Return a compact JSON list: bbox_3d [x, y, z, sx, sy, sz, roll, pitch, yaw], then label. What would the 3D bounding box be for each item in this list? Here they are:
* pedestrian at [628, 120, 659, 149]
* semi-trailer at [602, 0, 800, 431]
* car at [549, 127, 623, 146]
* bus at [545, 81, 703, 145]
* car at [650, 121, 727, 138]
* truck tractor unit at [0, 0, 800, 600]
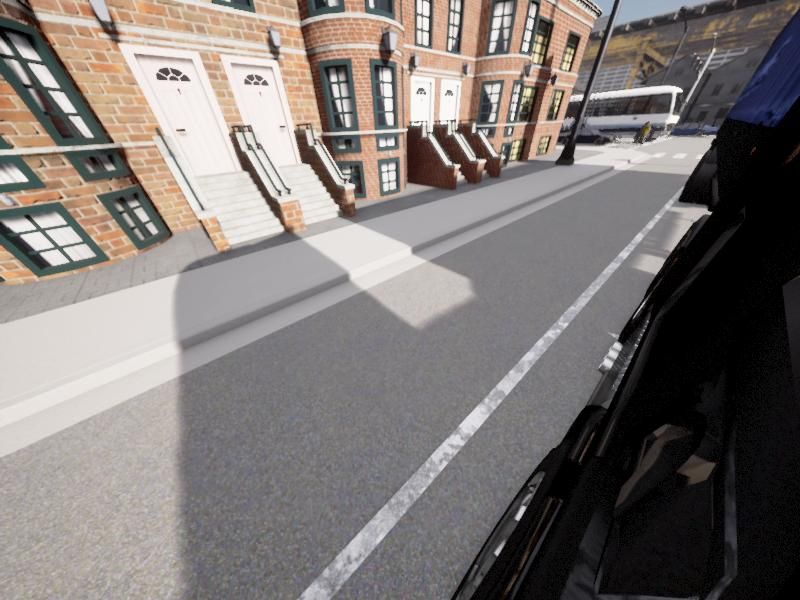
[{"bbox_3d":[19.357,-13.154,18.410,0.751,1.860,0.751,-1,37,3],"label":"pedestrian"},{"bbox_3d":[8.478,-3.749,4.429,14.254,4.402,2.717,-31,45,-32],"label":"semi-trailer"},{"bbox_3d":[18.685,-16.593,23.478,2.033,1.411,5.357,-29,44,-30],"label":"car"},{"bbox_3d":[21.968,-18.838,23.883,3.944,4.253,10.273,-28,44,-30],"label":"bus"},{"bbox_3d":[33.172,-19.748,26.782,2.033,1.411,5.357,-28,44,-30],"label":"car"},{"bbox_3d":[2.645,-0.295,0.351,6.516,4.208,3.053,-28,44,-30],"label":"truck tractor unit"}]
